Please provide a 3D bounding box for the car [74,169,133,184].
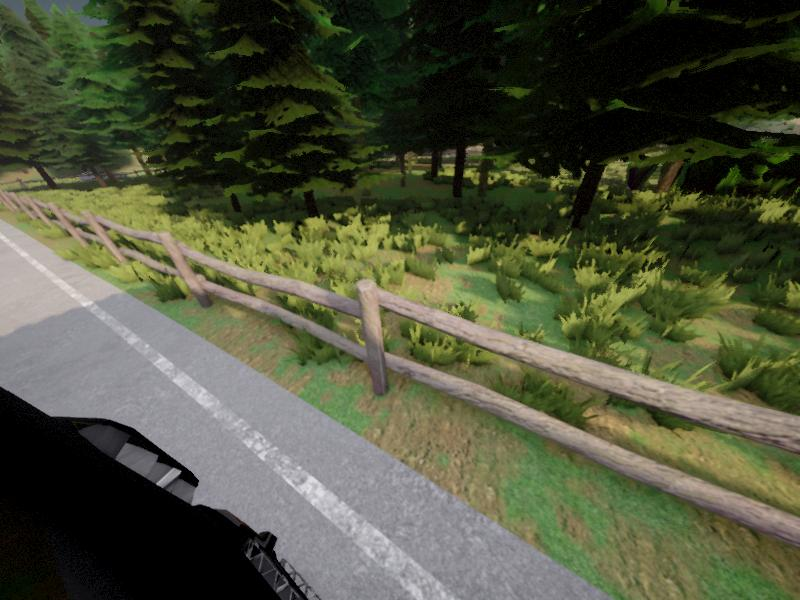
[{"bbox_3d":[-41.000,-17.195,32.070,1.812,1.442,4.674,16,38,27],"label":"car"}]
